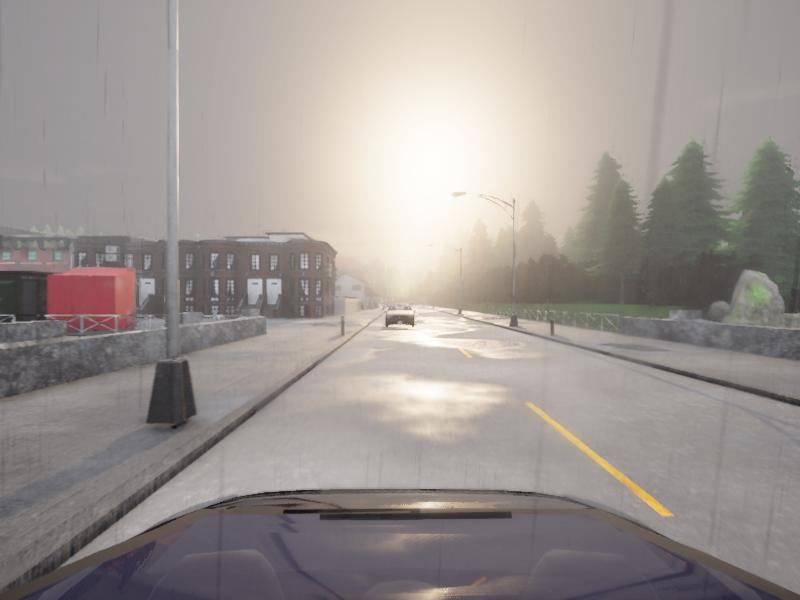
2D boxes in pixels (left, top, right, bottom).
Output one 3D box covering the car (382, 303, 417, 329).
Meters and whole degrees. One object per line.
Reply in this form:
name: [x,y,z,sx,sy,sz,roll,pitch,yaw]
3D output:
car: [-0.004,0.948,25.793,2.033,1.411,5.357,0,0,0]
